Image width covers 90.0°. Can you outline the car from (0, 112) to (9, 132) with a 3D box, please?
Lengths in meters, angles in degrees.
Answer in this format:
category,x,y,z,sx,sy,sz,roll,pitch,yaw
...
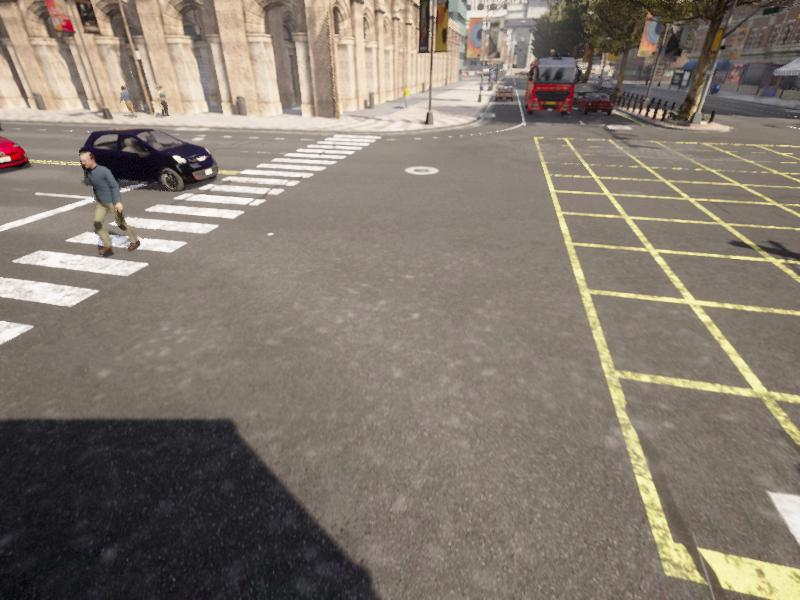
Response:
category,x,y,z,sx,sy,sz,roll,pitch,yaw
car,-23.513,-9.712,21.213,3.633,1.501,1.845,7,31,12

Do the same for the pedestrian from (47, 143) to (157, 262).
category,x,y,z,sx,sy,sz,roll,pitch,yaw
pedestrian,-5.191,-1.720,7.101,0.751,1.860,0.751,8,31,14

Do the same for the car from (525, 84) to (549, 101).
category,x,y,z,sx,sy,sz,roll,pitch,yaw
car,14.723,-22.495,43.243,1.994,1.385,4.181,6,31,11

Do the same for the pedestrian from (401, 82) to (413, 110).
category,x,y,z,sx,sy,sz,roll,pitch,yaw
pedestrian,0.518,-15.437,30.319,0.751,1.860,0.751,7,31,12

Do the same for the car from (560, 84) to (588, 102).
category,x,y,z,sx,sy,sz,roll,pitch,yaw
car,17.667,-21.137,40.801,1.970,1.475,3.806,7,31,12

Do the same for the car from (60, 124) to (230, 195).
category,x,y,z,sx,sy,sz,roll,pitch,yaw
car,-7.269,-4.169,11.682,3.633,1.501,1.845,7,31,11

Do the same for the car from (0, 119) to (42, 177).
category,x,y,z,sx,sy,sz,roll,pitch,yaw
car,-14.974,-5.071,13.244,4.514,1.525,2.007,7,31,11

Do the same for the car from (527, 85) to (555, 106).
category,x,y,z,sx,sy,sz,roll,pitch,yaw
car,13.194,-19.301,37.659,1.970,1.475,3.806,7,31,11

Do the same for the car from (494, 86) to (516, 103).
category,x,y,z,sx,sy,sz,roll,pitch,yaw
car,10.731,-21.071,40.868,1.895,1.301,4.718,7,31,11

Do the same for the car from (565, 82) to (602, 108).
category,x,y,z,sx,sy,sz,roll,pitch,yaw
car,16.285,-18.370,35.742,2.097,1.767,4.553,7,31,12

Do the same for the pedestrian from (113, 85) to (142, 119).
category,x,y,z,sx,sy,sz,roll,pitch,yaw
pedestrian,-17.370,-12.644,25.555,0.751,1.860,0.751,11,32,19

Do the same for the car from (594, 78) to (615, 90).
category,x,y,z,sx,sy,sz,roll,pitch,yaw
car,31.926,-33.839,62.567,1.970,1.475,3.806,7,31,12

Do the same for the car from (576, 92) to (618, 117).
category,x,y,z,sx,sy,sz,roll,pitch,yaw
car,14.674,-14.764,30.054,1.895,1.301,4.718,7,31,12

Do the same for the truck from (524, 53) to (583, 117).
category,x,y,z,sx,sy,sz,roll,pitch,yaw
truck,11.404,-16.557,30.624,2.891,3.827,8.468,7,31,12

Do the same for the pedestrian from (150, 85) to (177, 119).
category,x,y,z,sx,sy,sz,roll,pitch,yaw
pedestrian,-15.119,-12.667,25.590,0.751,1.860,0.751,6,31,11
